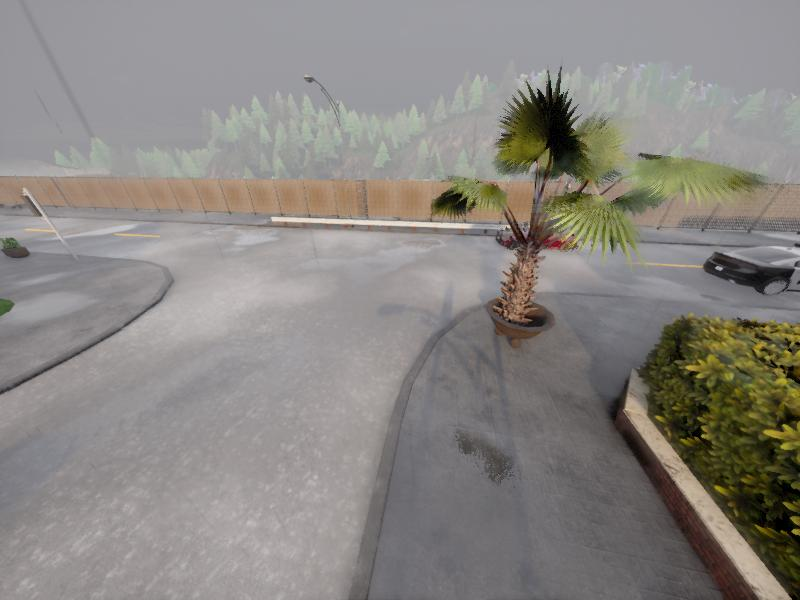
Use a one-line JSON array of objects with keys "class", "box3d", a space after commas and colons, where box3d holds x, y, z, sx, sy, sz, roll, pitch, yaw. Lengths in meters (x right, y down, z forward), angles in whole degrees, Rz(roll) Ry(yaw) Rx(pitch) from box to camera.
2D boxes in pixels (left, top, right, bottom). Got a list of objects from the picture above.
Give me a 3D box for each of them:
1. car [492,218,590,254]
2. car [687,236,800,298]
[{"class": "car", "box3d": [7.798, -3.715, 13.279, 4.181, 1.385, 1.994, 4, 30, 7]}, {"class": "car", "box3d": [15.181, -1.192, 8.662, 5.238, 1.638, 1.930, 5, 30, 9]}]
